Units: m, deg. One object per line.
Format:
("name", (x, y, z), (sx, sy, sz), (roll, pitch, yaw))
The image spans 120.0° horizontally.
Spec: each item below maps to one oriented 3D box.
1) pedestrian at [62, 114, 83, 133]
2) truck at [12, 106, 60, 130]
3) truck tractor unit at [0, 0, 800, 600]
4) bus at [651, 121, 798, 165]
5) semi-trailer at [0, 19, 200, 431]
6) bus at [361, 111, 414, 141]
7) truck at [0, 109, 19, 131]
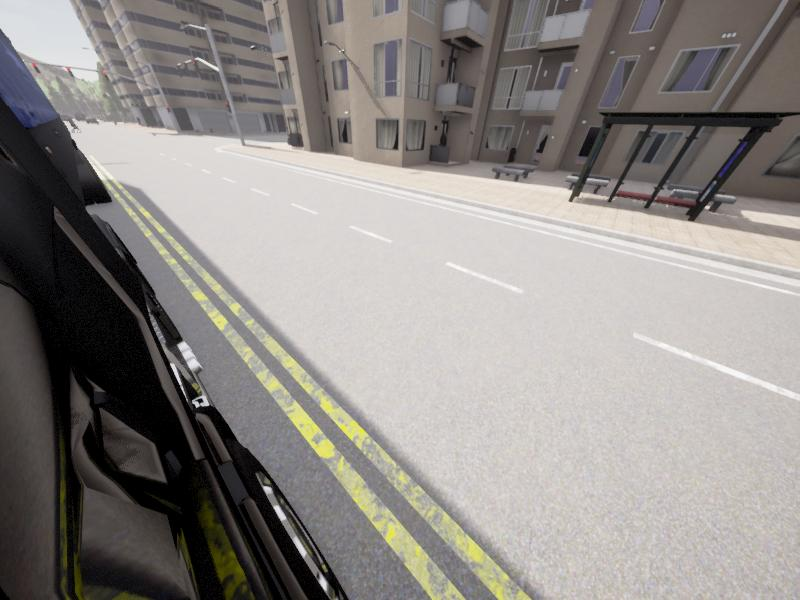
("pedestrian", (-41.398, -22.288, 29.226), (0.751, 1.860, 0.751), (29, 44, 31))
("truck", (-51.178, -25.633, 32.611), (5.204, 2.467, 2.627), (28, 44, 30))
("truck tractor unit", (-2.645, -0.295, 0.351), (6.516, 4.208, 3.053), (28, 44, 30))
("bus", (42.542, -21.465, 31.360), (3.944, 4.253, 10.273), (-7, 38, -14))
("semi-trailer", (-8.589, -3.679, 4.330), (14.254, 4.402, 2.717), (29, 44, 31))
("bus", (-2.120, -33.013, 44.074), (3.944, 4.253, 10.273), (28, 43, 30))
("truck", (-51.208, -22.740, 29.053), (6.274, 2.098, 2.390), (29, 44, 30))
